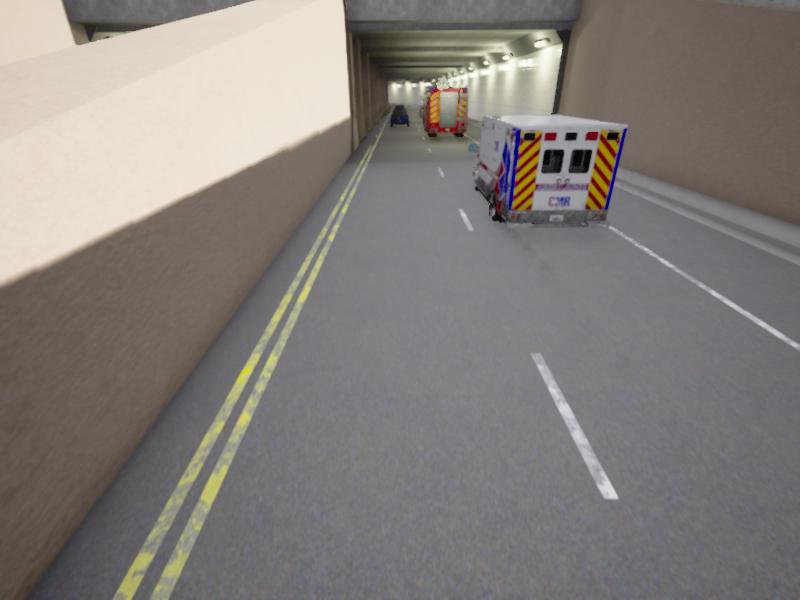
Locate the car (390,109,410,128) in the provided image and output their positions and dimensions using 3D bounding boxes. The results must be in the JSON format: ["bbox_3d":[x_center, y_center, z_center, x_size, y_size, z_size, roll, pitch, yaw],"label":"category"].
[{"bbox_3d":[-0.001,-18.845,41.365,1.882,1.535,5.008,0,27,0],"label":"car"}]

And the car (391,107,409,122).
[{"bbox_3d":[0.001,-22.850,49.270,2.033,1.411,5.357,0,27,0],"label":"car"}]

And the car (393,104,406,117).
[{"bbox_3d":[-0.003,-28.516,60.076,1.882,1.535,5.008,0,27,0],"label":"car"}]

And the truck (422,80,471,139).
[{"bbox_3d":[3.499,-15.534,32.419,2.891,3.827,8.468,0,27,0],"label":"truck"}]

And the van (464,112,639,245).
[{"bbox_3d":[3.503,-3.782,11.205,2.351,2.431,6.366,0,27,0],"label":"van"}]

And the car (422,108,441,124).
[{"bbox_3d":[3.500,-21.007,45.603,1.812,1.442,4.674,0,27,0],"label":"car"}]
